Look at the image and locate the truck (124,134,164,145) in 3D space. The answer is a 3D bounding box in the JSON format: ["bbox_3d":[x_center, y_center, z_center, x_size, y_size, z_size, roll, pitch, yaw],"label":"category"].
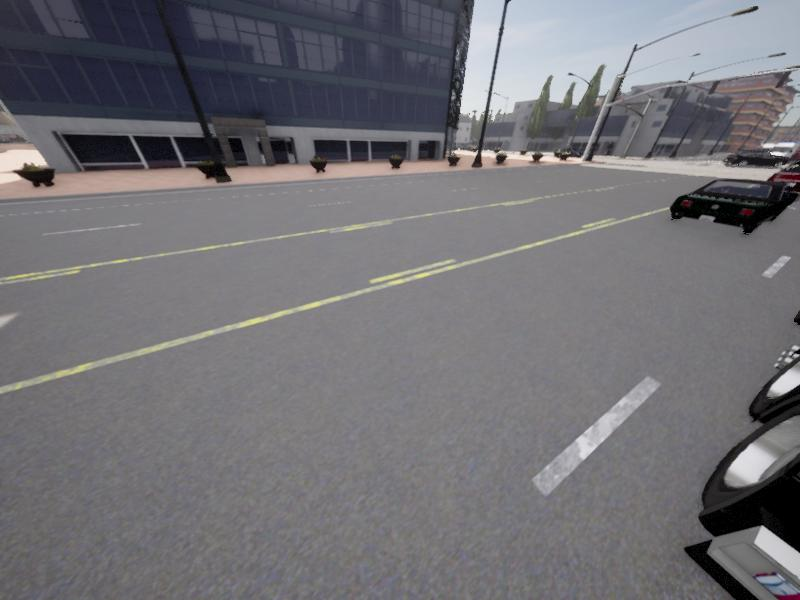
[{"bbox_3d":[-65.696,-41.383,59.492,6.274,2.098,2.390,-15,38,-23],"label":"truck"}]

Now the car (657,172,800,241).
[{"bbox_3d":[11.242,-3.299,7.701,4.718,1.301,1.895,-17,38,-23],"label":"car"}]

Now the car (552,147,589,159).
[{"bbox_3d":[27.459,-23.790,37.317,1.816,1.474,4.193,-16,38,-24],"label":"car"}]

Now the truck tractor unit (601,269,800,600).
[{"bbox_3d":[5.118,-0.294,0.769,6.516,4.208,3.053,-18,39,-24],"label":"truck tractor unit"}]

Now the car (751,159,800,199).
[{"bbox_3d":[21.060,-6.407,12.101,4.193,1.474,1.816,-17,38,-23],"label":"car"}]

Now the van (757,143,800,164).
[{"bbox_3d":[58.292,-22.549,35.429,5.915,2.561,1.988,-17,38,-24],"label":"van"}]

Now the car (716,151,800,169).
[{"bbox_3d":[40.798,-16.129,26.520,5.008,1.535,1.882,10,36,13],"label":"car"}]

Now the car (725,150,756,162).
[{"bbox_3d":[55.957,-23.682,37.960,4.193,1.474,1.816,-17,38,-24],"label":"car"}]

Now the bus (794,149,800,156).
[{"bbox_3d":[91.367,-33.554,49.712,10.273,4.253,3.944,-17,38,-23],"label":"bus"}]

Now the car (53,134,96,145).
[{"bbox_3d":[-68.389,-33.836,48.682,4.553,1.767,2.097,-15,38,-23],"label":"car"}]

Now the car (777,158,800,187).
[{"bbox_3d":[27.101,-8.314,14.789,5.238,1.638,1.930,-17,38,-24],"label":"car"}]

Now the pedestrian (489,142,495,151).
[{"bbox_3d":[22.809,-38.034,57.293,0.751,1.860,0.751,-4,35,-8],"label":"pedestrian"}]
